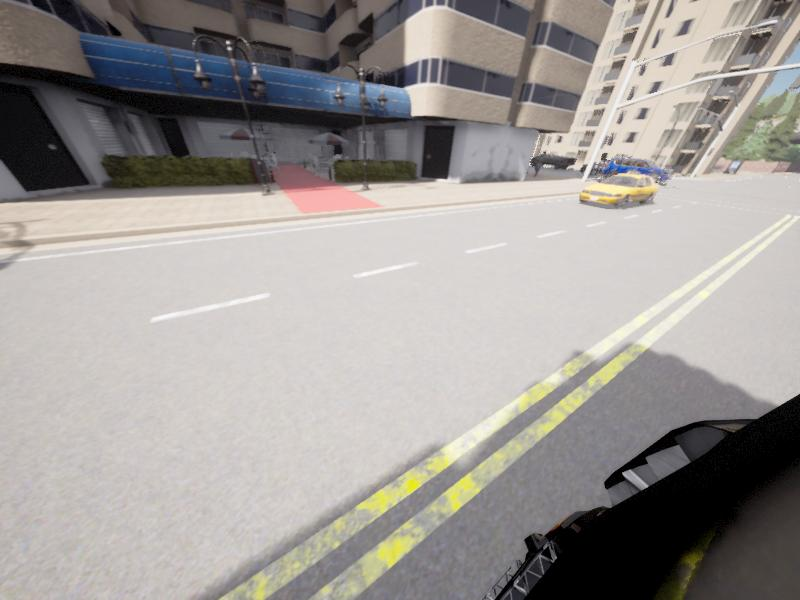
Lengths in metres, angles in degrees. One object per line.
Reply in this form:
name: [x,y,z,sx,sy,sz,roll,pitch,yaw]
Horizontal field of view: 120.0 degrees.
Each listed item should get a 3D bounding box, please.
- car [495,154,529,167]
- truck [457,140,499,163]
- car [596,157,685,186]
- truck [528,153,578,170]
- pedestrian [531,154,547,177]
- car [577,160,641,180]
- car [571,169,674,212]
car: [19.686,-24.643,40.776,2.033,1.649,4.856,-17,38,-26]
truck: [16.696,-32.370,50.155,2.891,3.827,8.468,-16,38,-26]
car: [23.952,-13.061,23.361,2.150,2.045,5.566,-17,38,-26]
truck: [25.268,-23.161,38.533,2.390,2.098,6.274,-16,38,-26]
pedestrian: [13.511,-13.061,22.462,0.751,1.860,0.751,21,38,25]
car: [24.961,-15.794,27.889,1.930,1.638,5.238,-18,39,-28]
car: [11.671,-5.853,12.104,5.366,1.575,1.801,-16,38,-26]
